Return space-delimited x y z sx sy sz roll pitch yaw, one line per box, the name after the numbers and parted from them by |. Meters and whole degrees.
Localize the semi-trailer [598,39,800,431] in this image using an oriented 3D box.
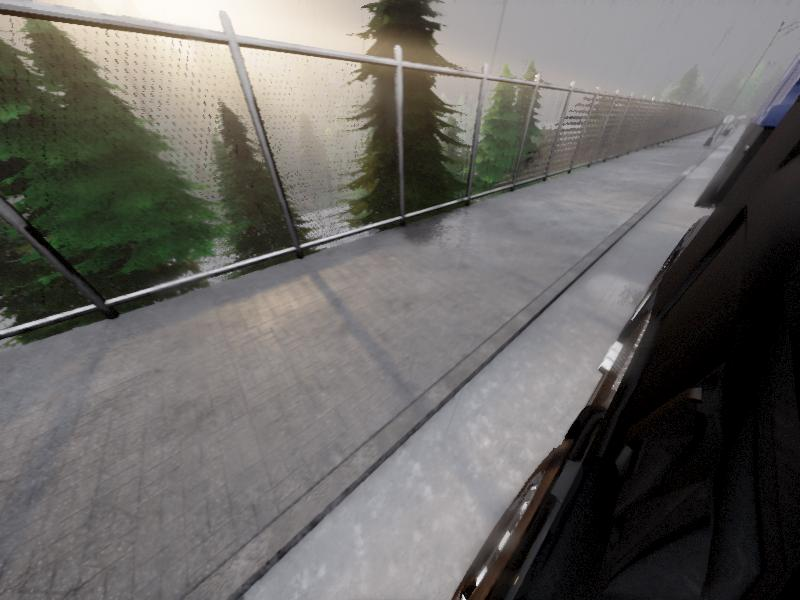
8.704 -3.557 4.284 14.254 4.402 2.717 -28 43 -30 | semi-trailer

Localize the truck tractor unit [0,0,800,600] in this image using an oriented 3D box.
2.645 -0.295 0.351 6.516 4.208 3.053 -28 44 -30 | truck tractor unit

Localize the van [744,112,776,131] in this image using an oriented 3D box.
63.471 -31.462 40.782 5.915 2.561 1.988 -28 43 -30 | van
